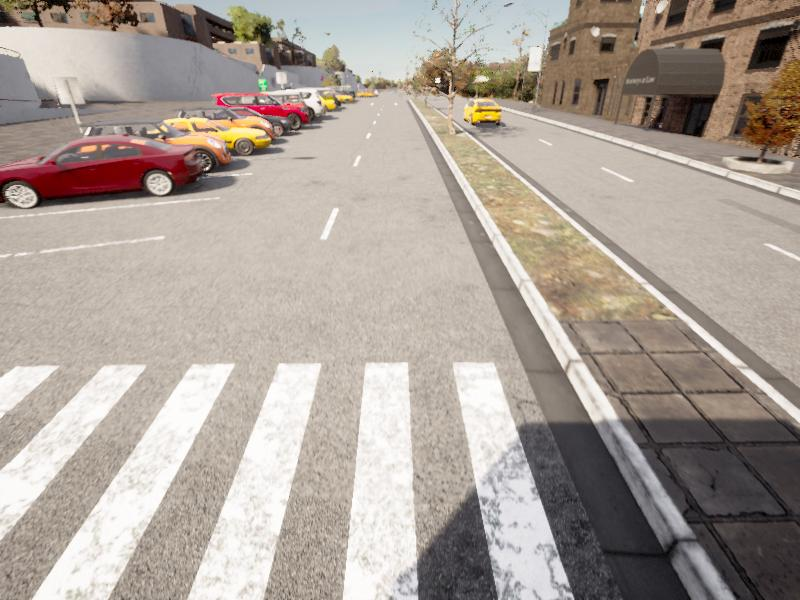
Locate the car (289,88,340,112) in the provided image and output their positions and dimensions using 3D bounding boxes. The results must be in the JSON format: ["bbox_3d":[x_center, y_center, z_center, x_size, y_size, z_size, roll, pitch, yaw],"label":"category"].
[{"bbox_3d":[-8.378,-19.791,39.471,4.442,1.987,1.878,-11,30,-18],"label":"car"}]

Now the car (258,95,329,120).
[{"bbox_3d":[-8.406,-15.279,31.705,5.008,1.535,2.097,-11,30,-18],"label":"car"}]

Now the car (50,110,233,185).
[{"bbox_3d":[-8.245,-5.229,13.443,4.553,1.767,2.185,-11,31,-17],"label":"car"}]

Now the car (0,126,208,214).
[{"bbox_3d":[-8.178,-3.654,10.925,5.008,1.535,2.097,-11,32,-17],"label":"car"}]

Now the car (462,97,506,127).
[{"bbox_3d":[5.602,-12.957,27.456,1.882,1.535,5.008,0,29,-1],"label":"car"}]

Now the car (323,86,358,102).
[{"bbox_3d":[-8.564,-29.795,57.760,4.442,1.987,1.878,-11,30,-17],"label":"car"}]

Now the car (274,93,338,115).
[{"bbox_3d":[-8.627,-18.107,36.866,5.366,1.575,1.946,-11,30,-18],"label":"car"}]

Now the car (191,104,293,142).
[{"bbox_3d":[-8.295,-9.473,21.309,4.674,1.452,2.002,-11,31,-17],"label":"car"}]

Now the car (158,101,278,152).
[{"bbox_3d":[-8.297,-8.156,18.625,4.553,1.767,2.185,-11,31,-17],"label":"car"}]

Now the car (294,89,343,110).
[{"bbox_3d":[-8.541,-21.105,42.086,4.553,1.767,2.185,-11,30,-17],"label":"car"}]

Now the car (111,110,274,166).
[{"bbox_3d":[-8.067,-6.632,16.162,5.366,1.575,1.946,-11,31,-17],"label":"car"}]

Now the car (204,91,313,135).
[{"bbox_3d":[-8.298,-11.186,23.781,5.566,2.045,2.435,-11,30,-17],"label":"car"}]

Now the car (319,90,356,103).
[{"bbox_3d":[-8.638,-28.109,55.234,4.674,1.452,2.002,-11,30,-18],"label":"car"}]

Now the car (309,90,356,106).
[{"bbox_3d":[-8.417,-25.324,50.049,5.366,1.575,1.946,-11,30,-18],"label":"car"}]

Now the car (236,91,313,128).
[{"bbox_3d":[-8.242,-12.623,26.418,4.442,1.987,1.878,-11,30,-17],"label":"car"}]

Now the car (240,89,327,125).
[{"bbox_3d":[-8.402,-14.058,28.963,5.566,2.045,2.435,-11,31,-17],"label":"car"}]

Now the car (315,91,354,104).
[{"bbox_3d":[-8.619,-26.682,52.625,4.674,1.452,2.002,-11,30,-18],"label":"car"}]
